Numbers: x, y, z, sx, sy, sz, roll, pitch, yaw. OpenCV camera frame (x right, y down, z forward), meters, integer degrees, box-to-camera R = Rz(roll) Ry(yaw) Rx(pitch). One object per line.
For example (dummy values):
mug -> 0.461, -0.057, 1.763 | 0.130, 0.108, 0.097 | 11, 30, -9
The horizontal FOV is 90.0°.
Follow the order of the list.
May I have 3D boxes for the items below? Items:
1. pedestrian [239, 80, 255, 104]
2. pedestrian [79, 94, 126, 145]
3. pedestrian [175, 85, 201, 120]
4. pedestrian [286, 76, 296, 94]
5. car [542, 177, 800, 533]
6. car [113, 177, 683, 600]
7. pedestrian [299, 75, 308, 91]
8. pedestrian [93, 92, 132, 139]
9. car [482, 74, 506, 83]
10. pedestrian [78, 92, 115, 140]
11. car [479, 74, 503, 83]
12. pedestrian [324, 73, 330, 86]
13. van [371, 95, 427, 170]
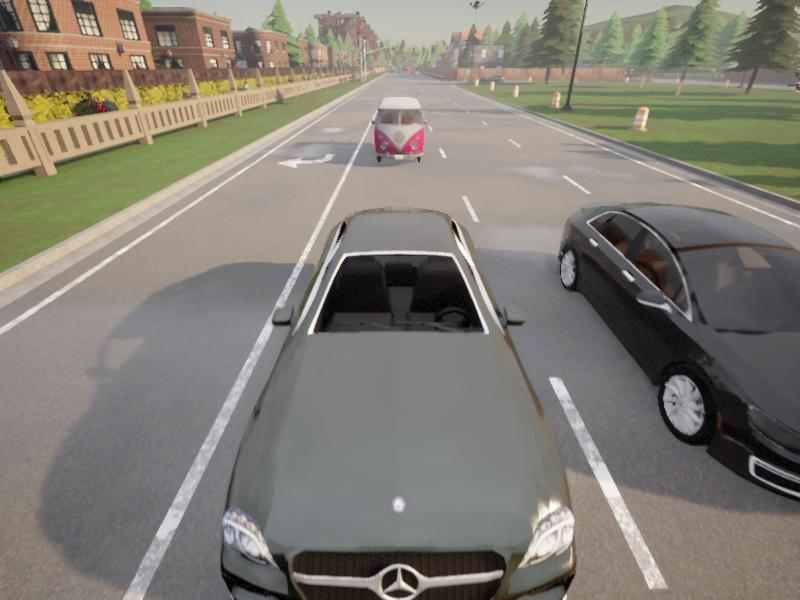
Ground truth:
pedestrian -> -13.191, -17.926, 34.475 | 0.751, 1.860, 0.751 | 0, 30, -1
pedestrian -> -12.361, -7.521, 16.676 | 0.751, 1.860, 0.751 | 0, 30, 0
pedestrian -> -12.929, -12.036, 24.399 | 0.751, 1.860, 0.751 | 0, 30, 0
pedestrian -> -13.161, -25.925, 48.163 | 0.751, 1.860, 0.751 | 0, 30, 0
car -> 3.487, -0.126, 4.744 | 1.837, 1.490, 4.892 | 0, 30, 0
car -> -0.011, 0.178, 4.096 | 2.152, 1.651, 5.027 | 0, 30, 0
pedestrian -> -12.903, -29.031, 53.482 | 0.751, 1.860, 0.751 | 0, 30, 0
pedestrian -> -12.980, -8.368, 18.125 | 0.751, 1.860, 0.751 | -10, 32, -16
car -> 20.113, -47.307, 85.497 | 4.514, 1.525, 2.007 | -7, 31, -12
pedestrian -> -13.501, -8.196, 17.830 | 0.751, 1.860, 0.751 | -17, 34, -27
car -> 20.102, -49.177, 88.615 | 4.611, 1.667, 2.242 | -6, 31, -11
pedestrian -> -12.250, -37.195, 67.447 | 0.751, 1.860, 0.751 | 0, 30, 1
van -> -0.028, -6.408, 14.995 | 1.775, 1.987, 4.442 | 0, 31, 0
